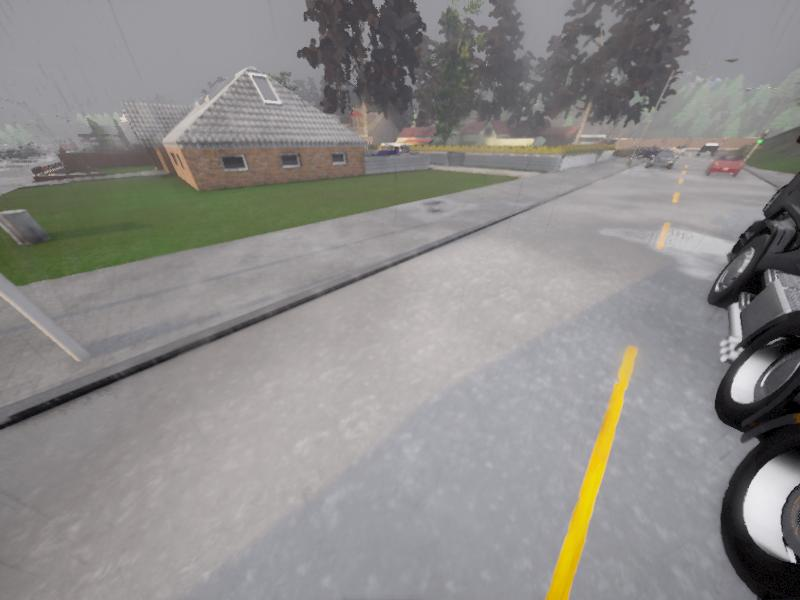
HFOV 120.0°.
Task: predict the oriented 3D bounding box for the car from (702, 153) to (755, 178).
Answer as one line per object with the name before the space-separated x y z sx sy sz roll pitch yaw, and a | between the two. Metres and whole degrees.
car | 26.773 -11.135 18.973 3.633 1.501 1.845 -28 43 -35

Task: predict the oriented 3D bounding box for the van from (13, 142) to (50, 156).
van | -77.572 -31.909 48.797 2.351 2.431 6.366 -28 43 -35

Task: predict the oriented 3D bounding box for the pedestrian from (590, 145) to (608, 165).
pedestrian | 22.414 -16.321 26.050 0.751 1.860 0.751 -25 42 -32

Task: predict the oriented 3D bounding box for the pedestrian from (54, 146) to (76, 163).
pedestrian | -42.447 -18.429 29.279 0.751 1.860 0.751 28 43 34

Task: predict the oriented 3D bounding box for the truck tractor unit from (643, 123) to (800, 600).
truck tractor unit | 4.857 -0.491 1.088 6.516 4.208 3.053 -27 43 -34

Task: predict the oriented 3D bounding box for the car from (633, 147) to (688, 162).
car | 37.983 -21.431 33.933 2.152 1.651 5.027 -2 34 -3

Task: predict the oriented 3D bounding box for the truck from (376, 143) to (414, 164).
truck | -0.644 -17.779 27.963 2.069 2.038 4.478 -28 43 -35

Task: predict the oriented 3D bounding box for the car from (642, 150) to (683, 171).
car | 26.872 -14.297 23.603 4.974 1.542 2.038 -28 43 -35

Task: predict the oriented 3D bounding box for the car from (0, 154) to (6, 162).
car | -58.421 -20.190 32.403 1.882 1.535 5.008 -28 43 -35
